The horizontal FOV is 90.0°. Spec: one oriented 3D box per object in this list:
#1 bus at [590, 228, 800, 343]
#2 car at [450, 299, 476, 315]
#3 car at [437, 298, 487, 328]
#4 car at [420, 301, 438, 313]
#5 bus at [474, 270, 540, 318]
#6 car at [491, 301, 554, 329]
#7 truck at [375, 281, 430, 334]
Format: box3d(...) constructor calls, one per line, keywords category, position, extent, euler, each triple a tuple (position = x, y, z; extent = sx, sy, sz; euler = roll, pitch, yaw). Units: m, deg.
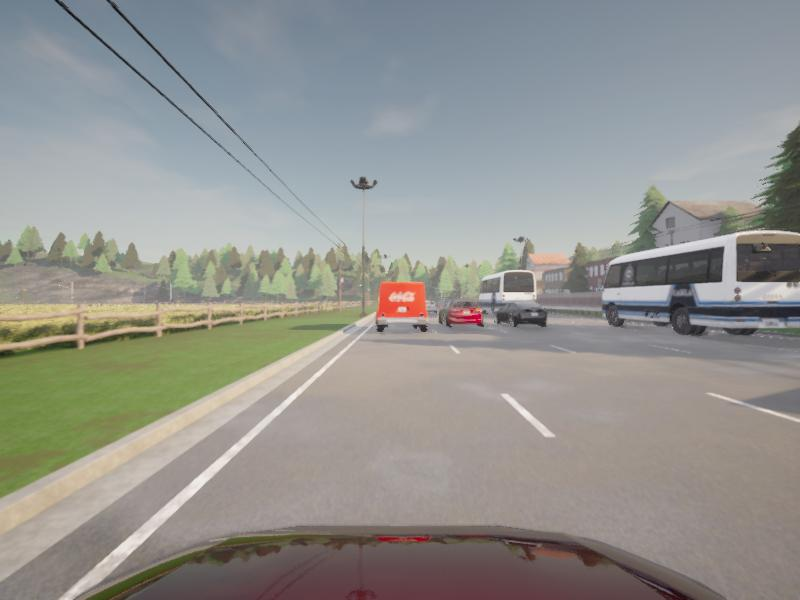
box3d(category="bus", position=(13.881, -0.540, 19.983), extent=(3.944, 4.253, 10.273), euler=(0, 0, 0))
box3d(category="car", position=(7.005, 0.739, 45.070), extent=(2.242, 1.667, 4.611), euler=(0, 0, 0))
box3d(category="car", position=(3.667, 0.747, 24.632), extent=(2.242, 1.667, 4.611), euler=(0, 0, -2))
box3d(category="car", position=(3.506, 0.836, 49.197), extent=(1.970, 1.475, 3.806), euler=(0, 0, 0))
box3d(category="bus", position=(10.384, -0.547, 40.338), extent=(3.944, 4.253, 10.273), euler=(0, 0, 0))
box3d(category="car", position=(7.268, 0.842, 24.339), extent=(2.163, 1.488, 4.792), euler=(0, 0, -3))
box3d(category="truck", position=(0.076, 0.348, 21.469), extent=(2.627, 2.467, 5.204), euler=(0, 0, -1))
